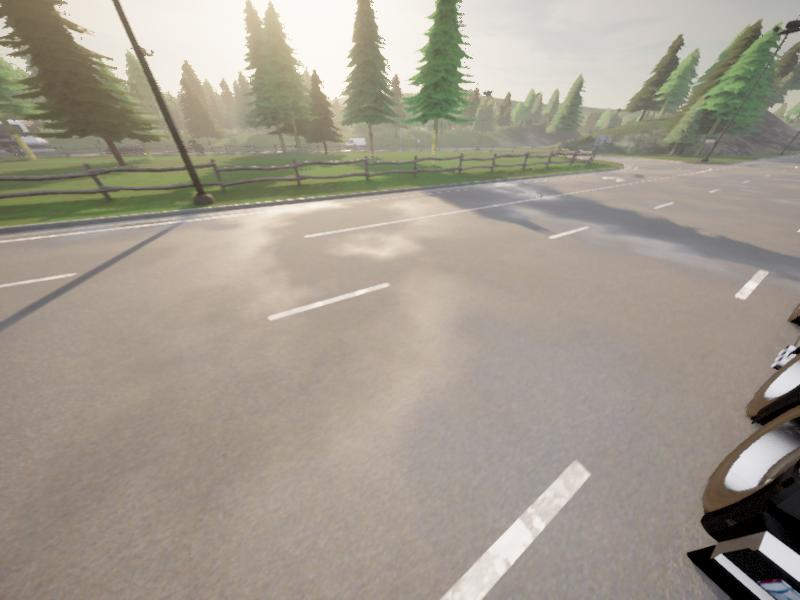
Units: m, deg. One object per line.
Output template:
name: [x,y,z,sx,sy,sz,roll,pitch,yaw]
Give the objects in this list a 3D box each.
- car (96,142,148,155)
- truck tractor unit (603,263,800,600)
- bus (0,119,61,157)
car: [-45.858,-25.139,38.303,5.027,1.651,2.152,-17,38,-23]
truck tractor unit: [5.109,-0.301,0.790,6.516,4.208,3.053,-18,39,-24]
bus: [-57.455,-22.467,32.044,10.273,4.253,3.944,-18,39,-24]
